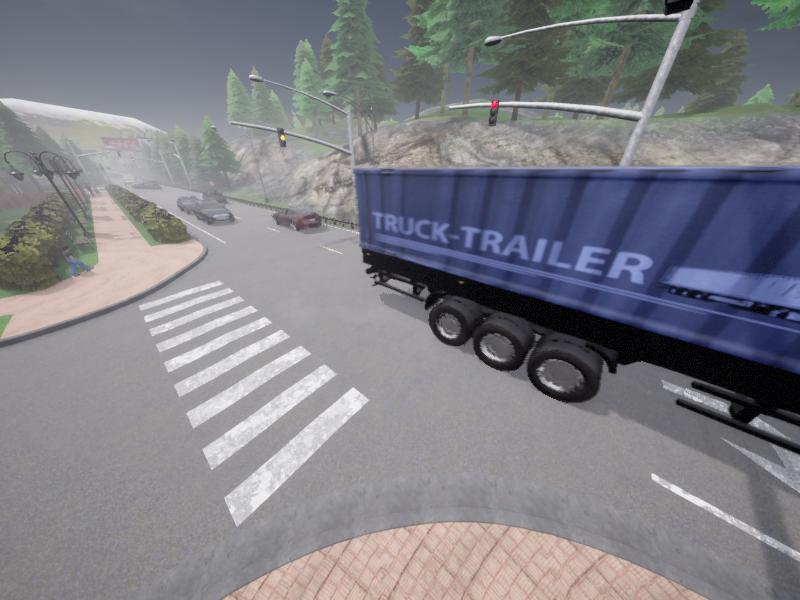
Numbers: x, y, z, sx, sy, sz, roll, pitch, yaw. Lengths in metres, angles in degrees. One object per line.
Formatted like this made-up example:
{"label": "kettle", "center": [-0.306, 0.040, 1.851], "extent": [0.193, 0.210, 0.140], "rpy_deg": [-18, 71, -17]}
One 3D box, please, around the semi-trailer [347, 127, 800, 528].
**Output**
{"label": "semi-trailer", "center": [4.941, 0.051, 3.703], "extent": [14.254, 4.402, 2.717], "rpy_deg": [23, 37, 35]}

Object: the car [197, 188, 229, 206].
{"label": "car", "center": [-23.884, -13.212, 29.490], "extent": [3.988, 1.617, 1.851], "rpy_deg": [23, 37, 34]}

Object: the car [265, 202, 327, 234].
{"label": "car", "center": [-8.093, -6.452, 17.909], "extent": [4.792, 1.488, 2.163], "rpy_deg": [23, 37, 34]}

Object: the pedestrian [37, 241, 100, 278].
{"label": "pedestrian", "center": [-13.530, -1.654, 9.490], "extent": [0.751, 1.300, 0.751], "rpy_deg": [-1, 30, -2]}

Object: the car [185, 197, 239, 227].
{"label": "car", "center": [-16.180, -7.653, 19.841], "extent": [4.856, 1.649, 2.033], "rpy_deg": [23, 37, 34]}

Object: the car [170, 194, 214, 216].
{"label": "car", "center": [-21.372, -9.807, 23.688], "extent": [4.902, 1.511, 2.128], "rpy_deg": [23, 37, 34]}
